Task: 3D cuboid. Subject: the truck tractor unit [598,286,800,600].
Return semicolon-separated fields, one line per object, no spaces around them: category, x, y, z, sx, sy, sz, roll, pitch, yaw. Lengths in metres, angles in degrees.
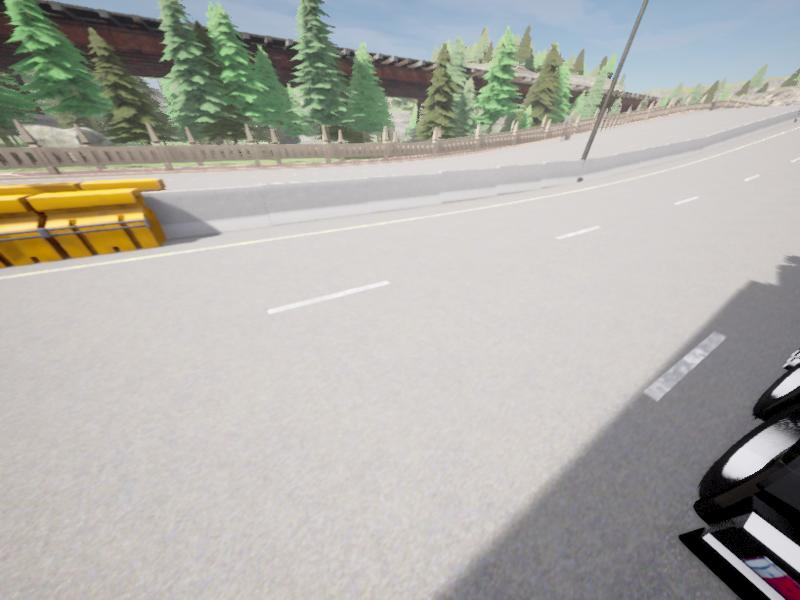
truck tractor unit;5.147;-0.264;0.716;6.516;4.208;3.053;-17;39;-22
